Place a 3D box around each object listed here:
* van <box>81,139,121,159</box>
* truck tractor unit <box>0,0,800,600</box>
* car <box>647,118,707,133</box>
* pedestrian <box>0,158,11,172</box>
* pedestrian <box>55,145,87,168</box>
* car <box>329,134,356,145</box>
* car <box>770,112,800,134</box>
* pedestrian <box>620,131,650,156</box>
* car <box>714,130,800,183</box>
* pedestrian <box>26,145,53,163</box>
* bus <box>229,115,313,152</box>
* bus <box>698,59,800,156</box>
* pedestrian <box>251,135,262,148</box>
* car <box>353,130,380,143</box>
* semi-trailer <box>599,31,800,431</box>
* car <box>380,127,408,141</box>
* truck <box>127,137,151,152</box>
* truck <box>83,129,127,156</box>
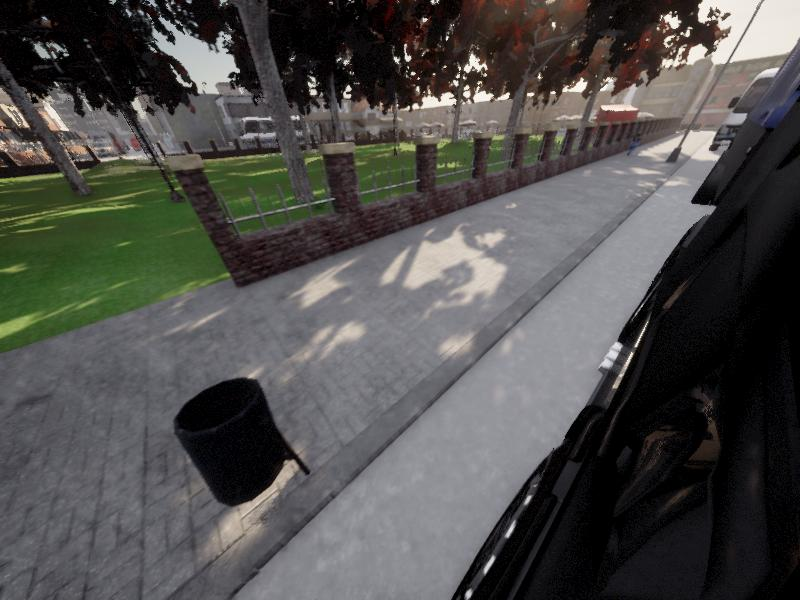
[{"bbox_3d":[-47.197,-24.099,36.691,2.351,2.431,6.366,-28,43,-30],"label":"van"},{"bbox_3d":[2.645,-0.295,0.351,6.516,4.208,3.053,-28,44,-30],"label":"truck tractor unit"},{"bbox_3d":[40.577,-25.659,34.014,1.930,1.638,5.238,-25,42,-27],"label":"car"},{"bbox_3d":[-41.025,-14.053,23.331,0.751,1.860,0.751,-23,41,-25],"label":"pedestrian"},{"bbox_3d":[-32.009,-13.996,22.530,0.751,1.860,0.751,-21,41,-23],"label":"pedestrian"},{"bbox_3d":[-11.007,-30.975,44.455,4.674,1.442,1.812,-29,44,-31],"label":"car"},{"bbox_3d":[43.840,-19.548,25.451,1.905,1.878,3.866,26,45,32],"label":"car"},{"bbox_3d":[15.013,-10.015,14.781,0.751,1.300,0.751,-30,44,-31],"label":"pedestrian"},{"bbox_3d":[15.932,-6.475,10.146,5.357,1.411,2.033,-30,45,-32],"label":"car"},{"bbox_3d":[-46.219,-18.668,29.627,0.751,1.860,0.751,-18,40,-20],"label":"pedestrian"},{"bbox_3d":[-20.281,-26.858,37.189,10.273,4.253,3.944,-29,44,-30],"label":"bus"},{"bbox_3d":[25.370,-12.944,15.804,10.273,4.253,3.944,-29,44,-30],"label":"bus"},{"bbox_3d":[-24.913,-27.573,40.212,0.751,1.860,0.751,9,38,15],"label":"pedestrian"},{"bbox_3d":[-6.254,-30.604,43.293,4.605,1.855,1.932,-28,44,-32],"label":"car"},{"bbox_3d":[8.638,-3.645,4.287,14.254,4.402,2.717,-29,44,-30],"label":"semi-trailer"},{"bbox_3d":[-1.103,-33.385,46.557,5.566,2.045,2.150,-31,45,-32],"label":"car"},{"bbox_3d":[-57.853,-34.588,51.331,2.627,2.467,5.204,-29,45,-31],"label":"truck"},{"bbox_3d":[-54.988,-29.639,43.403,2.891,3.827,8.468,-28,44,-30],"label":"truck"}]
